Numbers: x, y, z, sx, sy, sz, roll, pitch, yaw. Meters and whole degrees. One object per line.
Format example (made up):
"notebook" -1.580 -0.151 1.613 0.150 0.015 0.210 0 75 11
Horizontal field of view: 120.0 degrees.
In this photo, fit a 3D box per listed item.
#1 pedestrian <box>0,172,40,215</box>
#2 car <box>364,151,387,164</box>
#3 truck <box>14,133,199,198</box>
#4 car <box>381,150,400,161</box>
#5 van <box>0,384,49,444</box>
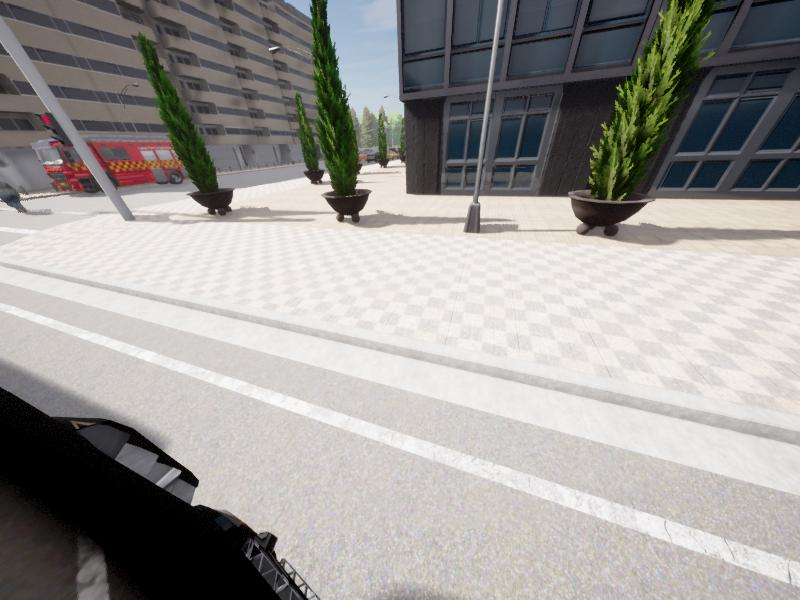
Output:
"pedestrian" -19.780 -5.316 11.626 0.751 1.860 0.751 4 34 10
"car" -4.031 -24.211 39.159 2.007 1.525 4.514 9 35 17
"truck" -23.214 -11.553 19.534 2.891 3.827 8.468 9 35 17
"car" -1.707 -28.038 44.684 1.801 1.575 5.366 9 35 17
"van" -6.109 0.532 1.814 4.442 1.987 1.775 9 35 17
